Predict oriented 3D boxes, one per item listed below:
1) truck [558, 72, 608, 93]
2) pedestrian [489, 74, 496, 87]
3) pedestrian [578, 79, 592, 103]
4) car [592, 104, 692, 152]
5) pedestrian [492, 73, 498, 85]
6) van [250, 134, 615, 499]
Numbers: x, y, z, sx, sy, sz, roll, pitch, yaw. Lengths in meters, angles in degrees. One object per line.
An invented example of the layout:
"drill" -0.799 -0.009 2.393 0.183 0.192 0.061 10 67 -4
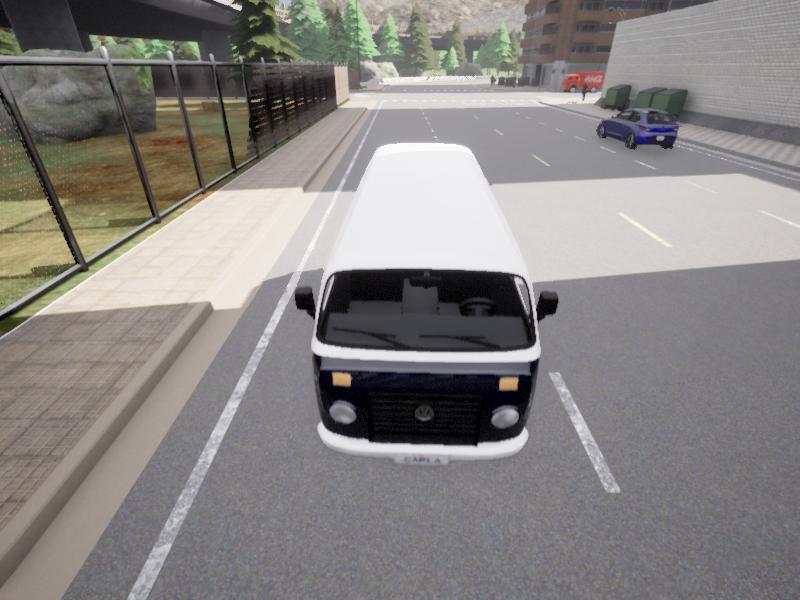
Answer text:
"truck" 24.649 -29.466 54.142 5.204 2.467 2.627 0 30 0
"pedestrian" 14.473 -34.425 62.783 0.751 1.860 0.751 0 30 1
"pedestrian" 16.685 -18.850 36.109 0.751 1.860 0.751 11 32 18
"car" 10.518 -7.752 17.834 1.816 1.474 4.193 0 30 0
"pedestrian" 16.760 -38.957 70.546 0.751 1.860 0.751 -1 30 -2
"van" 0.258 -0.434 4.702 2.069 2.038 4.480 1 33 2
